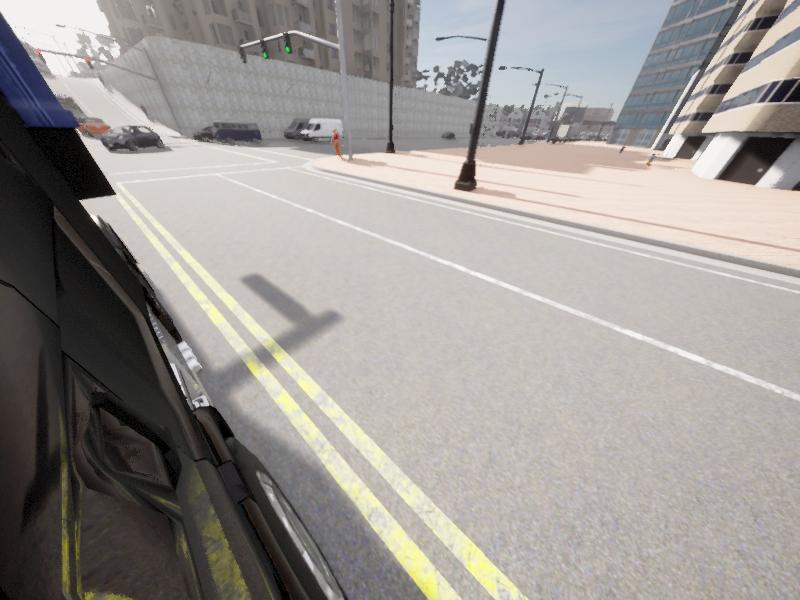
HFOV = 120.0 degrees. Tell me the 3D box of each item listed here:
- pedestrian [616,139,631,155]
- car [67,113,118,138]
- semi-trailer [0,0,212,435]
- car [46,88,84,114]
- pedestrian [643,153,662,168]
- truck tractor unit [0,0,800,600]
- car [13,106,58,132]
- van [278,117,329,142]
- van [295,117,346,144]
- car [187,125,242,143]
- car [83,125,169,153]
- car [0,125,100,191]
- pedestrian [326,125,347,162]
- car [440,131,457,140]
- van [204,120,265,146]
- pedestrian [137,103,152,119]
[{"bbox_3d":[31.964,-21.922,33.015,0.751,1.860,0.751,23,42,25],"label":"pedestrian"},{"bbox_3d":[-33.459,-19.029,25.173,4.553,1.767,2.097,27,43,25],"label":"car"},{"bbox_3d":[-9.445,-2.952,3.312,14.254,4.402,2.717,19,39,20],"label":"semi-trailer"},{"bbox_3d":[-47.467,-28.214,32.769,4.605,1.855,1.932,37,48,22],"label":"car"},{"bbox_3d":[22.344,-12.400,20.488,0.500,1.100,0.500,-3,37,-7],"label":"pedestrian"},{"bbox_3d":[-2.645,-0.295,0.351,6.516,4.208,3.053,28,44,30],"label":"truck tractor unit"},{"bbox_3d":[-40.129,-19.882,25.404,5.238,1.638,1.930,33,46,26],"label":"car"},{"bbox_3d":[-13.113,-23.534,31.939,1.988,2.561,5.915,29,44,30],"label":"van"},{"bbox_3d":[-10.268,-22.217,30.359,1.988,2.561,5.915,28,44,30],"label":"van"},{"bbox_3d":[-20.401,-18.330,25.511,1.816,1.474,4.193,32,46,33],"label":"car"},{"bbox_3d":[-19.621,-11.797,16.854,1.845,1.501,3.633,0,37,-3],"label":"car"},{"bbox_3d":[-14.187,-5.788,9.123,2.033,1.649,4.856,-27,46,-33],"label":"car"},{"bbox_3d":[-4.055,-10.019,14.832,0.751,1.860,0.751,24,42,26],"label":"pedestrian"},{"bbox_3d":[10.627,-35.985,50.620,1.789,1.549,3.705,28,44,30],"label":"car"},{"bbox_3d":[-16.973,-17.320,23.943,1.775,1.987,4.442,26,43,28],"label":"van"},{"bbox_3d":[-39.040,-28.898,35.332,0.751,1.860,0.751,26,43,28],"label":"pedestrian"}]
